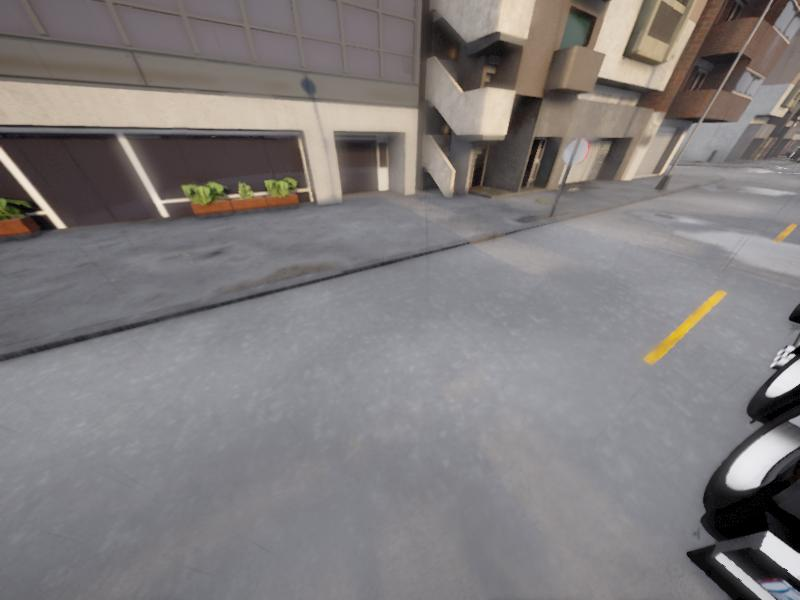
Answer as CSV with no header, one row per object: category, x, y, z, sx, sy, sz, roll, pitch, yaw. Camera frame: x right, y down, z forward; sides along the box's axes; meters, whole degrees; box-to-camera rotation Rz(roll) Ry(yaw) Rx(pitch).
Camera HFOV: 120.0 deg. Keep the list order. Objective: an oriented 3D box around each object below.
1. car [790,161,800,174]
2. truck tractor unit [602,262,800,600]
car,36.299,-11.029,18.617,4.856,1.649,2.033,4,36,5
truck tractor unit,5.113,-0.296,0.797,6.516,4.208,3.053,-18,39,-24
